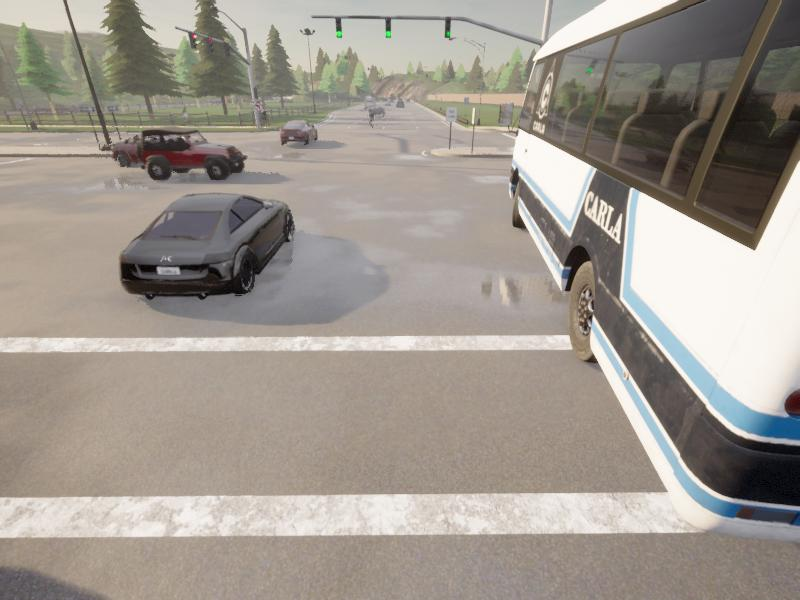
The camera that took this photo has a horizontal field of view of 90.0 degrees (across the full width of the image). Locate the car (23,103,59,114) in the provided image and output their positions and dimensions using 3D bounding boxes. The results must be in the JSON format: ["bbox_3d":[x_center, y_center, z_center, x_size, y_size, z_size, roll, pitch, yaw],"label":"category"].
[{"bbox_3d":[-68.073,-36.385,75.995,2.152,1.651,5.027,0,27,0],"label":"car"}]

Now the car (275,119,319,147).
[{"bbox_3d":[-6.977,-11.614,27.650,1.812,1.442,4.674,0,27,0],"label":"car"}]

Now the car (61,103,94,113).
[{"bbox_3d":[-61.074,-36.508,75.899,2.033,1.649,4.856,0,27,0],"label":"car"}]

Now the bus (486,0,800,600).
[{"bbox_3d":[3.875,-2.100,6.054,3.944,4.253,10.273,3,27,6],"label":"bus"}]

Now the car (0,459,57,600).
[{"bbox_3d":[-3.502,2.306,0.489,1.837,1.490,4.892,0,27,0],"label":"car"}]

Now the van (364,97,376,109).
[{"bbox_3d":[-6.917,-46.025,93.569,2.351,2.431,6.366,0,27,0],"label":"van"}]

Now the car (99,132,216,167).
[{"bbox_3d":[-11.562,-7.307,19.349,4.181,1.385,1.994,0,27,1],"label":"car"}]

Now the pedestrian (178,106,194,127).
[{"bbox_3d":[-21.149,-18.141,39.517,0.751,1.860,0.751,2,27,4],"label":"pedestrian"}]

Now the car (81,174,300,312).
[{"bbox_3d":[-3.495,-1.387,7.819,1.994,1.385,4.181,0,27,0],"label":"car"}]

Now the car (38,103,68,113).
[{"bbox_3d":[-64.582,-35.777,74.603,1.851,1.617,3.988,0,27,0],"label":"car"}]

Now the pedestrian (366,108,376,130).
[{"bbox_3d":[-2.768,-17.403,38.414,0.751,1.860,0.751,2,27,3],"label":"pedestrian"}]

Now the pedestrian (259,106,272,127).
[{"bbox_3d":[-13.110,-17.852,38.955,0.751,1.860,0.751,2,27,3],"label":"pedestrian"}]

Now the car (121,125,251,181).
[{"bbox_3d":[-8.394,-5.922,16.081,3.866,1.878,1.905,0,27,1],"label":"car"}]

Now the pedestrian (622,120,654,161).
[{"bbox_3d":[11.927,-7.996,20.098,0.751,1.860,0.751,0,27,0],"label":"pedestrian"}]

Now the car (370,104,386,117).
[{"bbox_3d":[-3.447,-29.956,63.172,2.152,1.651,5.027,0,27,0],"label":"car"}]
